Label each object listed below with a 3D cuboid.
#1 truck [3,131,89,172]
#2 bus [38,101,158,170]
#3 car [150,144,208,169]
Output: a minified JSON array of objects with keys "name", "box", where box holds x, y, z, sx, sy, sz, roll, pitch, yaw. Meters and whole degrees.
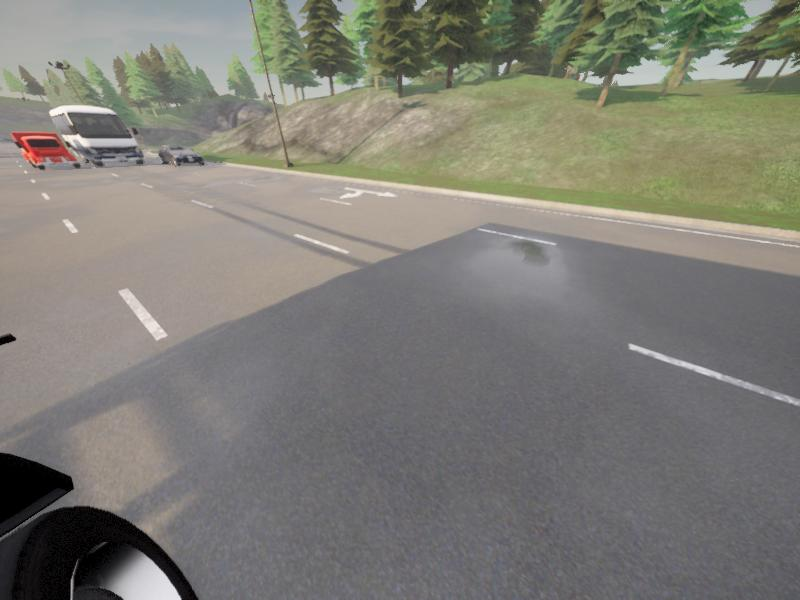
[{"name":"truck","box":[-28.140,-11.869,18.397,5.204,2.467,2.627,22,40,28]},{"name":"bus","box":[-27.784,-15.008,21.293,10.273,4.253,3.944,22,41,28]},{"name":"car","box":[-20.224,-13.253,21.149,5.027,1.651,2.152,23,41,28]}]
